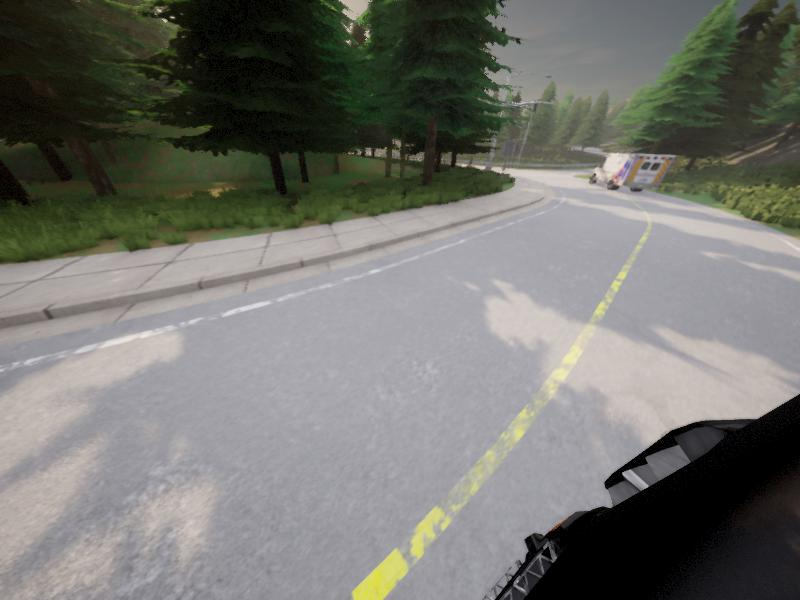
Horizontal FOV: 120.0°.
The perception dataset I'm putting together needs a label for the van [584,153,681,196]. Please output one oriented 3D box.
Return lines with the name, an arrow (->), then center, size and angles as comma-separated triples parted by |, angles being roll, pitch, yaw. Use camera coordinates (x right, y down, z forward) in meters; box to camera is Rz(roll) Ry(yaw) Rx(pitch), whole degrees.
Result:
van -> 17.895, -10.277, 18.511 | 2.351, 2.431, 6.366 | 10, 34, 10
